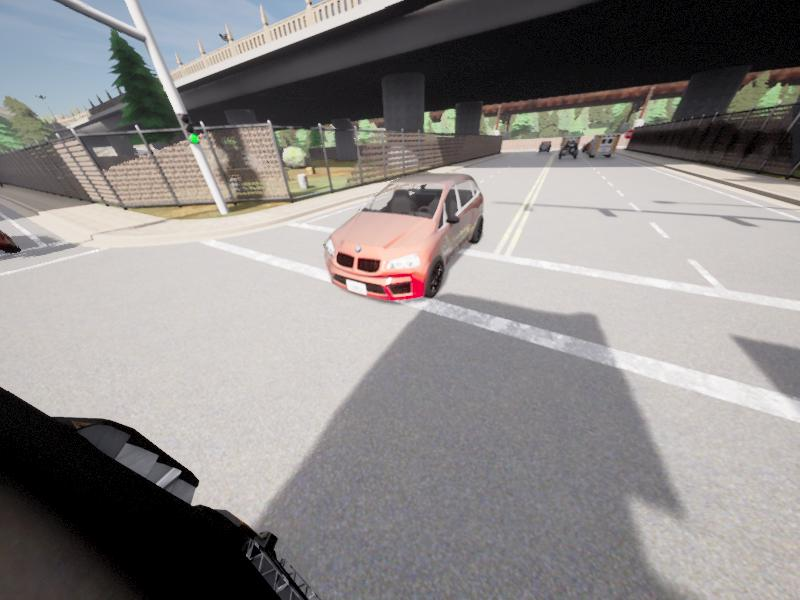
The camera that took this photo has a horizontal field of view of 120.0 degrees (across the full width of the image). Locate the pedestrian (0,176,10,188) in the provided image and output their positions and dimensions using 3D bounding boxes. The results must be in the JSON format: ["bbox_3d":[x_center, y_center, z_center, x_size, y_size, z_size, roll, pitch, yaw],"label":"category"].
[{"bbox_3d":[-49.255,-14.786,28.180,0.751,1.860,0.751,14,37,23],"label":"pedestrian"}]

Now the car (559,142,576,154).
[{"bbox_3d":[29.649,-26.991,40.979,1.851,1.617,3.988,16,38,26],"label":"car"}]

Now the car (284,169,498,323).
[{"bbox_3d":[0.396,-1.756,5.122,2.242,1.667,4.611,16,37,26],"label":"car"}]

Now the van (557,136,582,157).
[{"bbox_3d":[25.873,-23.589,35.399,2.351,2.431,6.366,16,38,26],"label":"van"}]

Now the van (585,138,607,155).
[{"bbox_3d":[29.811,-23.449,35.274,1.775,1.987,4.442,16,38,26],"label":"van"}]

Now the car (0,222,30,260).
[{"bbox_3d":[-13.533,-1.893,6.627,4.181,1.385,1.994,12,36,21],"label":"car"}]

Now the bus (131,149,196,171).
[{"bbox_3d":[-60.456,-36.101,59.509,3.944,4.253,10.273,16,38,26],"label":"bus"}]

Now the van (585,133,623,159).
[{"bbox_3d":[25.916,-19.757,29.608,2.351,2.431,6.366,16,38,26],"label":"van"}]

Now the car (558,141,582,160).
[{"bbox_3d":[21.863,-19.353,29.818,1.932,1.855,4.605,16,38,26],"label":"car"}]

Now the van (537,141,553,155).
[{"bbox_3d":[26.131,-27.504,41.693,1.775,1.987,4.442,16,38,26],"label":"van"}]
